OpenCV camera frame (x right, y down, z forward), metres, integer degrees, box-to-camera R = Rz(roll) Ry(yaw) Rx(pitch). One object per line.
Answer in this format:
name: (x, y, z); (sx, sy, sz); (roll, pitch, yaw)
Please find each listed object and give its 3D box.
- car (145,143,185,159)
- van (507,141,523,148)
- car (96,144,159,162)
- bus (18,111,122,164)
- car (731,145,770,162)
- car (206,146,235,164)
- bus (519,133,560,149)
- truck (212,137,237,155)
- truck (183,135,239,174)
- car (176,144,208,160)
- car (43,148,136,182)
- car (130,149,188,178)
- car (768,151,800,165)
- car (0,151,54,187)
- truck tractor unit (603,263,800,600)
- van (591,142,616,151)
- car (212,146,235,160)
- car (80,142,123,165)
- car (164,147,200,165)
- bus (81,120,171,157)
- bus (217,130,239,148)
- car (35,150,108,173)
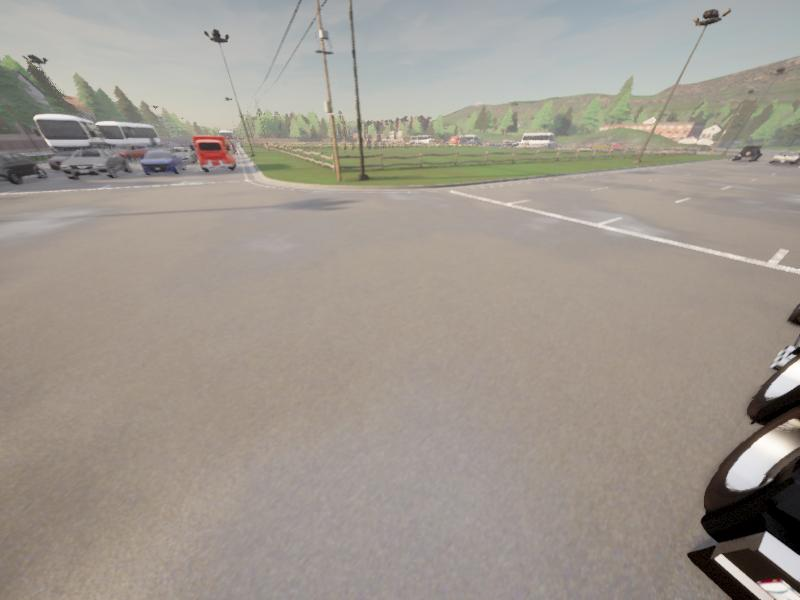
car: (-32.368, -20.714, 32.039); (2.242, 1.667, 4.611); (-13, 37, -18)
van: (42.084, -56.993, 84.633); (2.069, 2.038, 4.480); (-18, 39, -25)
car: (-33.235, -18.201, 28.422); (2.242, 1.667, 4.611); (0, 35, -1)
bus: (-37.222, -18.774, 26.936); (3.944, 4.253, 10.273); (-25, 42, -31)
car: (49.295, -20.630, 32.513); (3.866, 1.878, 1.905); (-18, 39, -24)
car: (-20.159, -16.439, 26.134); (2.007, 1.525, 4.514); (-18, 39, -25)
bus: (44.810, -51.494, 74.798); (3.944, 4.253, 10.273); (-18, 39, -25)
truck: (-30.193, -26.624, 39.881); (2.627, 2.467, 5.204); (-18, 38, -25)
truck: (-15.534, -12.300, 19.414); (2.627, 2.467, 5.204); (-18, 38, -25)
car: (-27.530, -19.753, 30.705); (2.242, 1.667, 4.611); (-18, 39, -25)
car: (-21.185, -9.588, 16.180); (2.152, 1.651, 5.027); (-18, 39, -25)
car: (-18.343, -10.720, 17.913); (1.882, 1.535, 5.008); (-18, 39, -25)
car: (49.554, -18.164, 29.488); (4.718, 1.301, 1.895); (-18, 39, -24)
car: (-23.363, -7.736, 13.561); (1.789, 1.549, 3.705); (-18, 39, -25)
truck tractor unit: (5.108, -0.302, 0.796); (6.516, 4.208, 3.053); (-18, 39, -24)
van: (56.716, -42.820, 64.425); (1.775, 1.987, 4.442); (-18, 39, -25)
car: (-23.715, -19.848, 31.142); (1.994, 1.385, 4.181); (-18, 39, -25)
car: (-31.574, -15.655, 24.574); (1.905, 1.878, 3.866); (-27, 43, -34)
car: (-23.281, -15.519, 24.824); (1.970, 1.475, 3.806); (-18, 39, -25)
bus: (-42.552, -25.662, 36.819); (3.944, 4.253, 10.273); (-9, 36, -14)
bus: (-51.781, -48.608, 69.724); (3.944, 4.253, 10.273); (-18, 39, -25)
car: (-27.615, -11.896, 19.664); (1.994, 1.385, 4.181); (-18, 39, -24)
